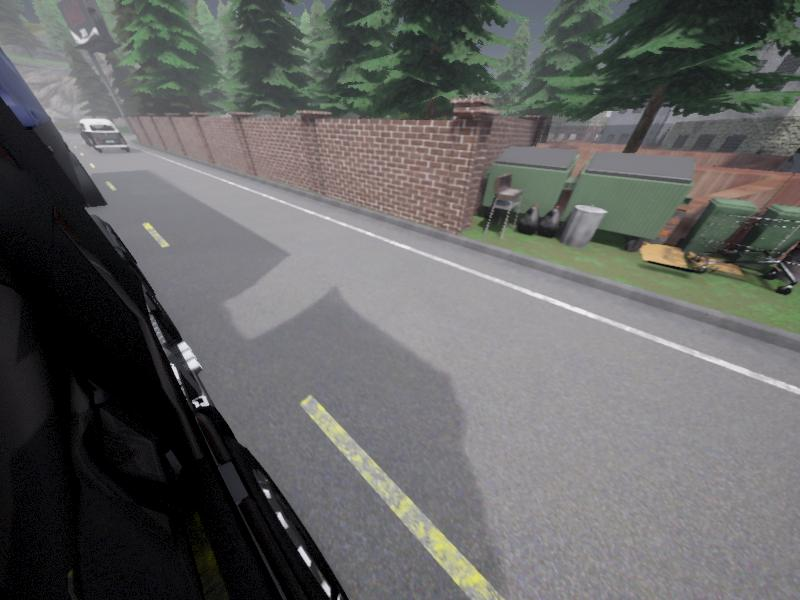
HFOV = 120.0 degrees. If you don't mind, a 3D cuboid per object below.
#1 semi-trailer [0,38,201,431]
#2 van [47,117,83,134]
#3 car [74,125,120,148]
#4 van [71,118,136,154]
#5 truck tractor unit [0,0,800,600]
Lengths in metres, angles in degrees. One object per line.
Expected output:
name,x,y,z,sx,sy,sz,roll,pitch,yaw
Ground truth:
semi-trailer,-8.677,-3.592,4.288,14.254,4.402,2.717,28,44,30
van,-52.505,-27.401,36.210,4.442,1.987,1.775,21,40,23
car,-28.239,-15.265,21.498,4.892,1.490,1.837,28,43,30
van,-22.868,-12.682,17.829,4.480,2.038,2.069,28,43,30
truck tractor unit,-2.645,-0.295,0.351,6.516,4.208,3.053,28,44,30
